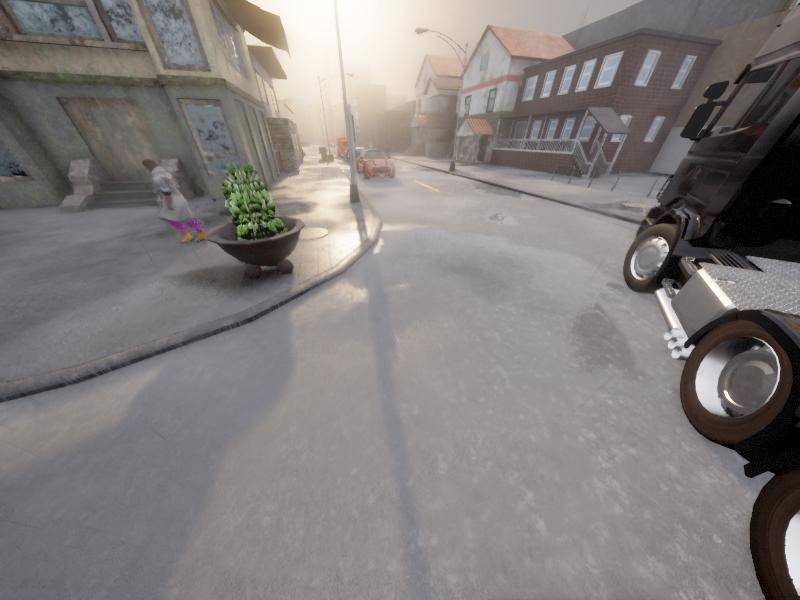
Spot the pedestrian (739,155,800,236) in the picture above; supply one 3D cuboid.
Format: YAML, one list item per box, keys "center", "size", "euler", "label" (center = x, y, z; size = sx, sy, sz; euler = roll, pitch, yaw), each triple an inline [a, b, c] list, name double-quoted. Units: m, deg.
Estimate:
- center: [10.791, -2.809, 6.264]
  size: [0.751, 1.860, 0.751]
  euler: [7, 35, 10]
  label: "pedestrian"

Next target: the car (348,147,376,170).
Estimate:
- center: [-3.674, -13.526, 21.975]
  size: [1.851, 1.617, 3.988]
  euler: [-9, 36, -13]
  label: "car"

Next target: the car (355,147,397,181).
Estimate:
- center: [-1.830, -9.985, 16.745]
  size: [2.097, 1.767, 4.553]
  euler: [-9, 36, -13]
  label: "car"

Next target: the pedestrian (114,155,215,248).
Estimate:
- center: [-5.299, -2.271, 5.388]
  size: [0.751, 1.860, 0.751]
  euler: [-10, 36, -14]
  label: "pedestrian"

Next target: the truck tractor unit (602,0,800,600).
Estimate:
- center: [4.434, -0.696, 1.343]
  size: [3.053, 4.208, 6.516]
  euler: [19, 39, 25]
  label: "truck tractor unit"
